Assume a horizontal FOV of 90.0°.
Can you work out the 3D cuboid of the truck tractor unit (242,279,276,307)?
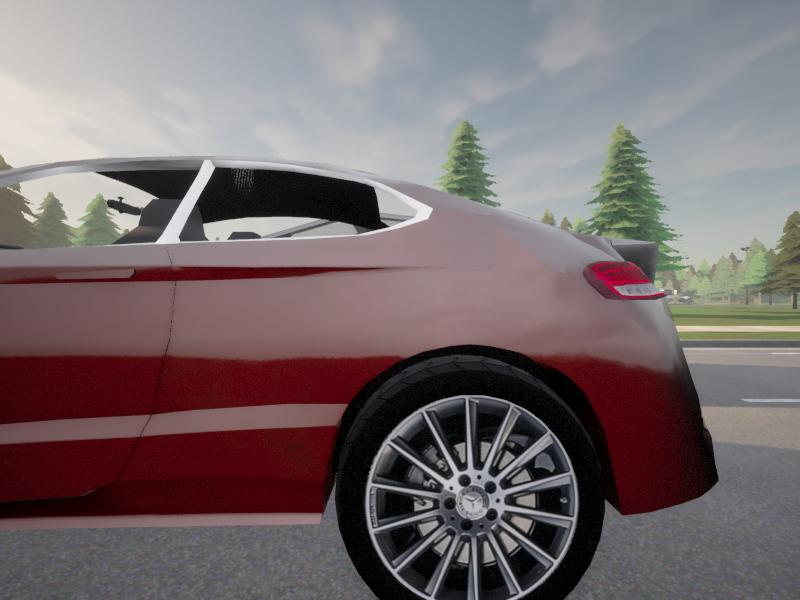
[{"bbox_3d":[-22.902,-1.158,65.341,3.053,4.208,6.516,-2,0,1],"label":"truck tractor unit"}]

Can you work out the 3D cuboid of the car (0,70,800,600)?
[{"bbox_3d":[-1.307,0.179,2.200,5.027,1.651,2.152,0,0,0],"label":"car"}]

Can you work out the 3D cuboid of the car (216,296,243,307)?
[{"bbox_3d":[-26.362,0.153,62.160,2.033,1.649,4.856,0,0,1],"label":"car"}]

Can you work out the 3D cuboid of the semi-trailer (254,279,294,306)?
[{"bbox_3d":[-22.736,-1.248,73.277,2.717,4.402,14.254,0,0,1],"label":"semi-trailer"}]

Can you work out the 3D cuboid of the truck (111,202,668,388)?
[{"bbox_3d":[-0.117,-0.058,5.701,6.274,2.098,2.390,0,0,0],"label":"truck"}]
